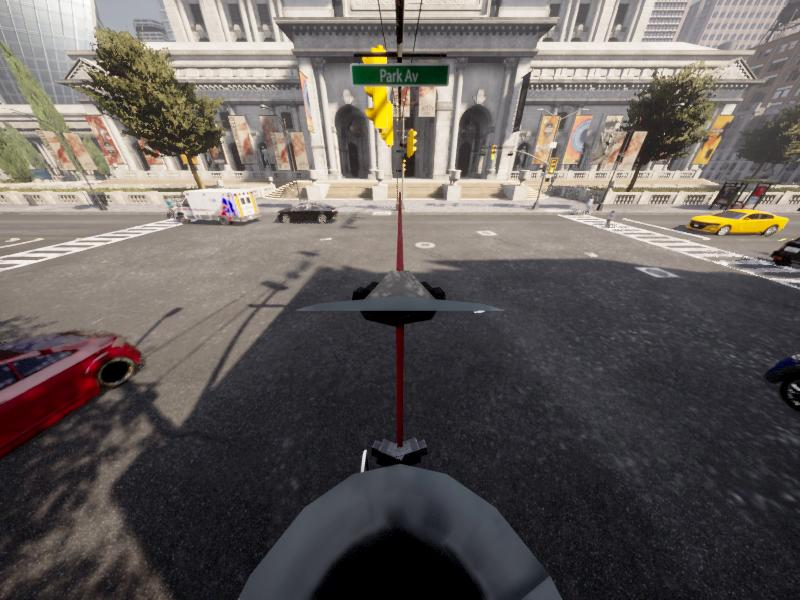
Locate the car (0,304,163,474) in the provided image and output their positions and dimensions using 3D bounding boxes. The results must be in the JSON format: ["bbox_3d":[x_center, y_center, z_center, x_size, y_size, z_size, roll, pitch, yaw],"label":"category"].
[{"bbox_3d":[-6.971,1.800,3.519,1.994,1.385,4.181,4,30,8],"label":"car"}]

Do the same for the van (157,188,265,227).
[{"bbox_3d":[-14.794,-7.440,18.464,6.366,2.431,2.351,4,30,7],"label":"van"}]

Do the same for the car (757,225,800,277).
[{"bbox_3d":[19.053,-2.010,9.613,4.605,1.855,1.932,-2,29,-2],"label":"car"}]

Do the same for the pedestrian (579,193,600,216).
[{"bbox_3d":[17.347,-8.719,21.199,0.751,1.860,0.751,4,30,7],"label":"pedestrian"}]

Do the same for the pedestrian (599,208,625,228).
[{"bbox_3d":[15.713,-6.078,17.185,0.751,1.300,0.751,1,30,2],"label":"pedestrian"}]

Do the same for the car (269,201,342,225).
[{"bbox_3d":[-7.556,-7.179,18.929,4.902,1.511,2.128,0,30,0],"label":"car"}]

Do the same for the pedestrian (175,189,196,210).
[{"bbox_3d":[-21.842,-10.250,23.546,0.751,1.860,0.751,0,30,0],"label":"pedestrian"}]

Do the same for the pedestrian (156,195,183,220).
[{"bbox_3d":[-19.754,-7.958,19.880,0.751,1.860,0.751,-1,30,-1],"label":"pedestrian"}]

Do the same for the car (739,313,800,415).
[{"bbox_3d":[8.271,2.061,2.640,2.097,1.767,4.553,4,30,8],"label":"car"}]

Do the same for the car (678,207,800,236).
[{"bbox_3d":[22.854,-5.344,15.723,5.008,1.535,1.882,0,30,0],"label":"car"}]

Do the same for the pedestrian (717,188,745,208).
[{"bbox_3d":[35.128,-10.828,24.546,0.751,1.860,0.751,-1,30,-1],"label":"pedestrian"}]
